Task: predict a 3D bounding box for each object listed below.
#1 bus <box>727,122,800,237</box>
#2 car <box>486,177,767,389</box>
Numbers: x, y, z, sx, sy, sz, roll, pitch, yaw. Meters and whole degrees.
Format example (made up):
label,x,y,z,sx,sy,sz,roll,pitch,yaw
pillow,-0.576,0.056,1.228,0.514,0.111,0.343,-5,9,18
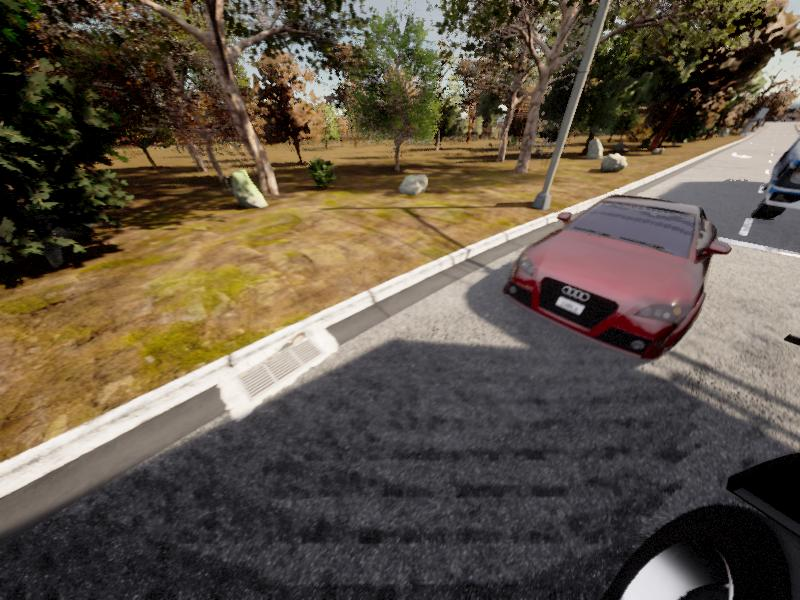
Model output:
label,x,y,z,sx,sy,sz,roll,pitch,yaw
bus,14.379,-4.749,6.361,10.273,4.253,3.944,-24,43,-29
car,3.618,-0.862,3.774,4.181,1.385,1.994,-27,44,-31
